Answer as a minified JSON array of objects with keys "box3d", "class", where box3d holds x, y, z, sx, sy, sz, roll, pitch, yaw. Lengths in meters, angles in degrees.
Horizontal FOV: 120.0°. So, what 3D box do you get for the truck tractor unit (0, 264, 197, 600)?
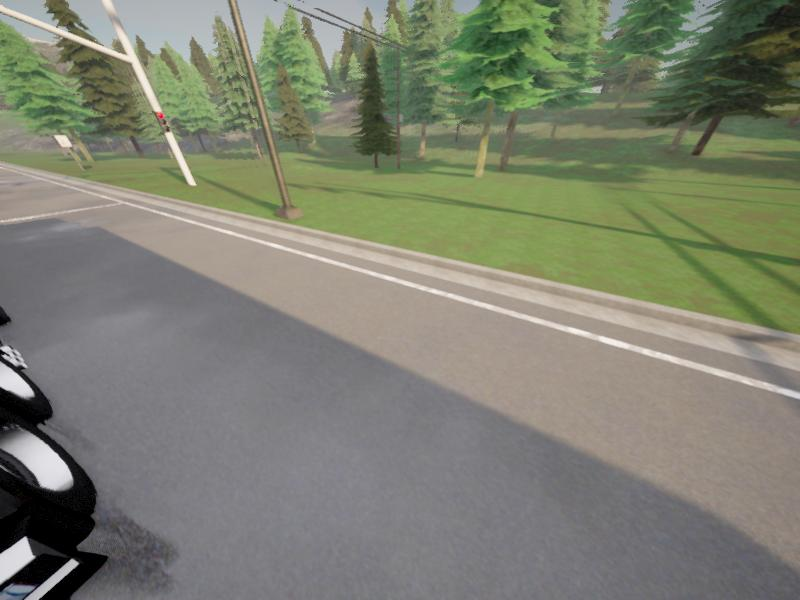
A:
[{"box3d":[-5.116,-0.293,0.783,6.516,4.208,3.053,18,39,24],"class":"truck tractor unit"}]
